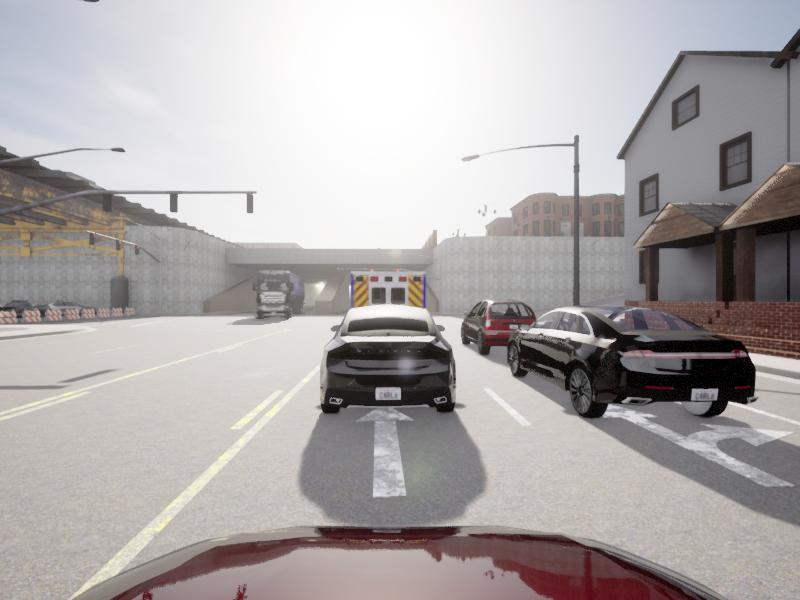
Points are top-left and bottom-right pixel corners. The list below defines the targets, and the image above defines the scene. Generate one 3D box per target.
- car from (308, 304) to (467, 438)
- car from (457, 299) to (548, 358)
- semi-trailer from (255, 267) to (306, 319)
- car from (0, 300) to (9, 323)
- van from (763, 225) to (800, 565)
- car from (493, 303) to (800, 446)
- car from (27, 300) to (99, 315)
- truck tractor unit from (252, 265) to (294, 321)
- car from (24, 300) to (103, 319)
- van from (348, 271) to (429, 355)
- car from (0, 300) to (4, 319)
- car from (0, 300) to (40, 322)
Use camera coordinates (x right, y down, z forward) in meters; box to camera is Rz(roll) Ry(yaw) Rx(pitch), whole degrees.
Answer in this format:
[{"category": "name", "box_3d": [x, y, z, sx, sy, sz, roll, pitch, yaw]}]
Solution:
[{"category": "car", "box_3d": [-0.209, 0.844, 7.073, 1.837, 1.490, 4.892, 0, 0, -2]}, {"category": "car", "box_3d": [3.116, 0.788, 13.044, 1.851, 1.617, 3.988, 0, 0, -2]}, {"category": "semi-trailer", "box_3d": [-11.932, -0.620, 41.424, 2.717, 4.402, 14.254, 0, 0, -7]}, {"category": "car", "box_3d": [-28.966, 0.796, 26.003, 2.038, 1.542, 4.974, 0, 0, 42]}, {"category": "van", "box_3d": [3.492, 0.572, 0.423, 2.069, 2.038, 4.480, 0, 0, -2]}, {"category": "car", "box_3d": [3.293, 0.836, 6.852, 2.128, 1.511, 4.902, 0, 0, -2]}, {"category": "car", "box_3d": [-30.092, 0.638, 35.903, 1.853, 1.218, 4.536, 0, 0, 27]}, {"category": "truck tractor unit", "box_3d": [-10.621, -0.520, 33.639, 3.053, 4.208, 6.516, 0, 0, -17]}, {"category": "car", "box_3d": [-30.069, 0.796, 35.949, 2.038, 1.542, 4.974, 0, 0, 27]}, {"category": "van", "box_3d": [-0.436, 0.378, 14.773, 2.351, 2.431, 6.366, 0, 0, -2]}, {"category": "car", "box_3d": [-29.000, 0.638, 25.964, 1.853, 1.218, 4.536, 0, 0, 42]}, {"category": "car", "box_3d": [-29.116, 0.796, 30.609, 2.038, 1.542, 4.974, 0, 0, -38]}]
